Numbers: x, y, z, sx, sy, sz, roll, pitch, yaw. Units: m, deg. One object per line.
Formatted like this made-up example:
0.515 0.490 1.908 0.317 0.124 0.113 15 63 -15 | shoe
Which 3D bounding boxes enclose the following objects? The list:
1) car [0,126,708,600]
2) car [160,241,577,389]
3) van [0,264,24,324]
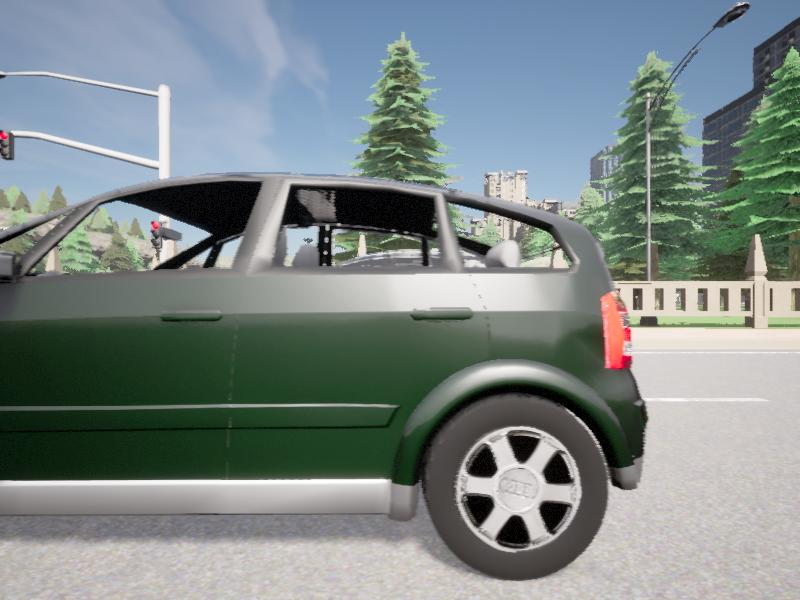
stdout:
-0.851 0.215 2.202 3.705 1.549 1.789 0 0 0 | car
-0.368 0.176 5.701 4.856 1.649 2.033 -1 0 0 | car
-17.866 -0.249 14.957 1.988 2.561 5.915 0 0 0 | van
